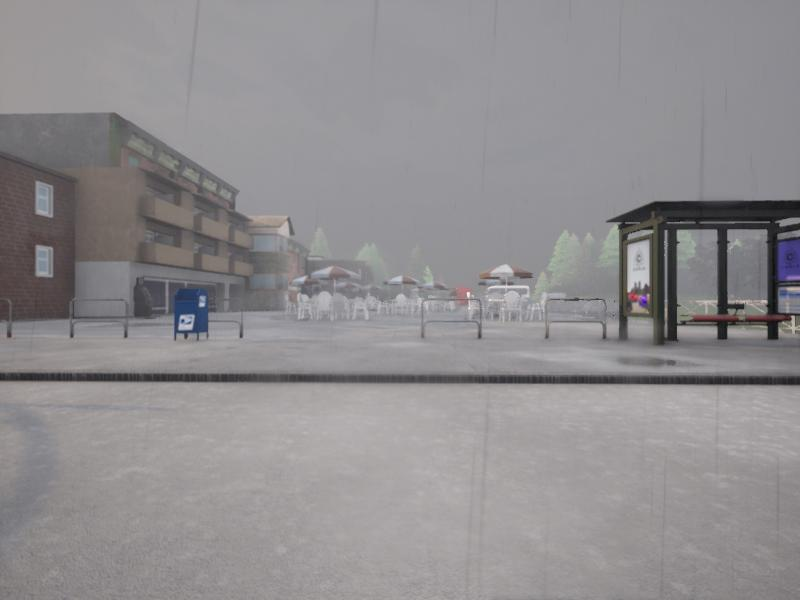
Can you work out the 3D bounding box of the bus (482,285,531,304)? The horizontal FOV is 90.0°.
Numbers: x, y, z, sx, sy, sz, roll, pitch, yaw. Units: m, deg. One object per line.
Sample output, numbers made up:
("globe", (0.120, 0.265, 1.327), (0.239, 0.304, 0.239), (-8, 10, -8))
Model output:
("bus", (24.432, -1.148, 92.377), (10.273, 4.253, 3.944), (0, 0, 2))
